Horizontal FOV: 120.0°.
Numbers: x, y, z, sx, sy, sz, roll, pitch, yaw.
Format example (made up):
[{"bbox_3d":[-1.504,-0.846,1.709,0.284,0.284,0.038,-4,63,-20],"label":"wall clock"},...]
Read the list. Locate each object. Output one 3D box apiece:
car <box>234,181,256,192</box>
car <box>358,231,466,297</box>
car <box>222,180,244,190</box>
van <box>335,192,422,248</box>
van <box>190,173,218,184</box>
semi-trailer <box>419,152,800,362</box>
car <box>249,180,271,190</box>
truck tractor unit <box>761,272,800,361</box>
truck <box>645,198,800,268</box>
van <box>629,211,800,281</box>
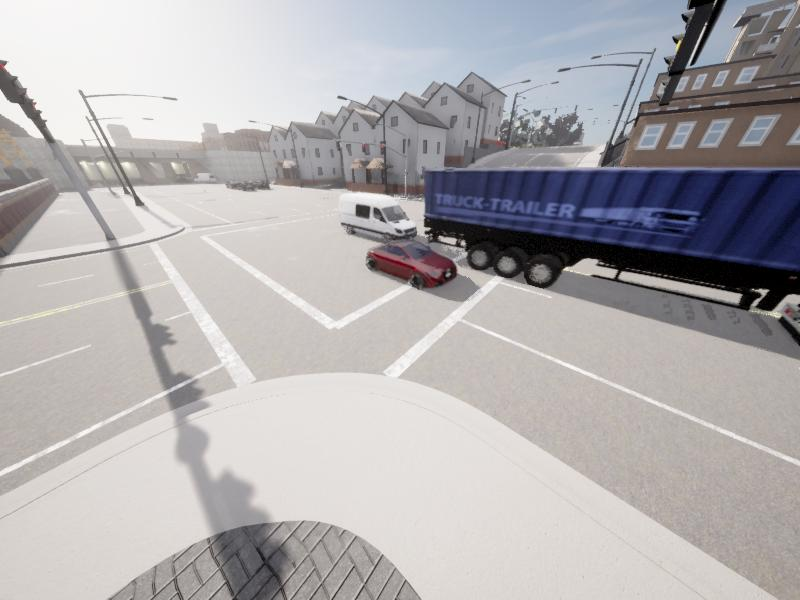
[{"bbox_3d":[-30.843,-22.643,46.000,4.514,1.525,2.007,24,38,35],"label":"car"},{"bbox_3d":[0.379,-1.790,10.040,4.181,1.385,1.994,24,38,35],"label":"car"},{"bbox_3d":[-36.154,-25.040,50.037,5.238,1.638,1.930,23,37,34],"label":"car"},{"bbox_3d":[-1.566,-5.487,15.273,5.915,2.561,1.988,24,38,35],"label":"van"},{"bbox_3d":[-54.288,-33.714,64.124,5.915,2.561,1.988,7,31,12],"label":"van"},{"bbox_3d":[7.243,-2.433,8.104,14.254,4.402,2.717,24,38,35],"label":"semi-trailer"},{"bbox_3d":[-29.715,-24.540,49.142,4.611,1.667,2.242,24,38,35],"label":"car"},{"bbox_3d":[13.158,0.277,3.601,6.516,4.208,3.053,24,38,35],"label":"truck tractor unit"},{"bbox_3d":[17.589,-3.927,12.639,5.204,2.467,2.627,25,38,36],"label":"truck"},{"bbox_3d":[14.563,-2.824,11.159,4.480,2.038,2.069,24,38,35],"label":"van"}]
